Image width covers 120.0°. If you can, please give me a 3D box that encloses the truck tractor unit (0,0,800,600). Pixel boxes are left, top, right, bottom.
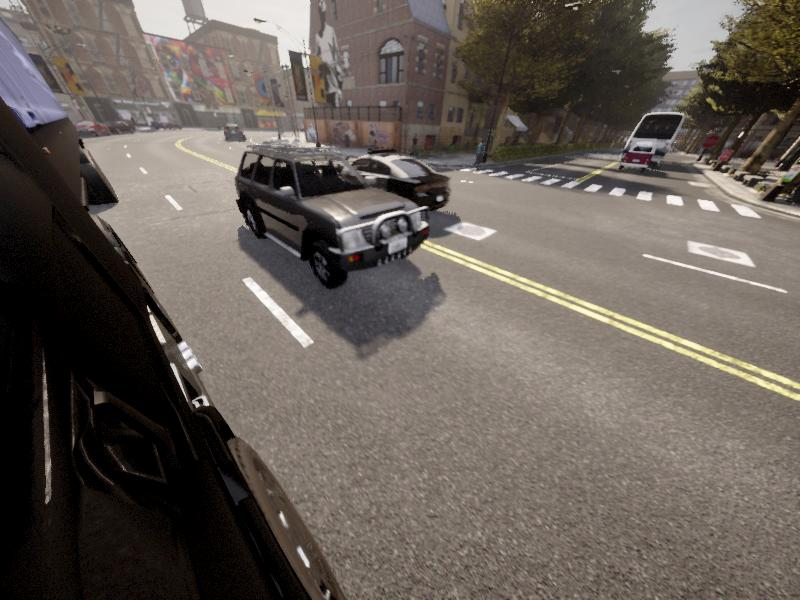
[{"bbox_3d":[-2.645,-0.295,0.351,6.516,4.208,3.053,28,44,30],"label":"truck tractor unit"}]

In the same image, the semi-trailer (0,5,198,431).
[{"bbox_3d":[-8.522,-3.726,4.385,14.254,4.402,2.717,30,45,32],"label":"semi-trailer"}]

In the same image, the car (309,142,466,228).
[{"bbox_3d":[-0.705,-4.212,7.881,5.238,1.638,1.930,31,45,32],"label":"car"}]

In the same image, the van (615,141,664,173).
[{"bbox_3d":[20.877,-12.531,20.111,2.069,2.038,4.480,31,44,32],"label":"van"}]

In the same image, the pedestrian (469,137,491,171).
[{"bbox_3d":[5.425,-9.928,15.711,0.751,1.860,0.751,30,45,32],"label":"pedestrian"}]

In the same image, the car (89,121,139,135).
[{"bbox_3d":[-36.560,-22.167,29.746,1.895,1.301,4.718,-8,38,-15],"label":"car"}]

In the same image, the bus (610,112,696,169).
[{"bbox_3d":[27.076,-17.250,24.997,3.944,4.253,10.273,31,45,32],"label":"bus"}]

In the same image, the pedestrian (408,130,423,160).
[{"bbox_3d":[1.174,-11.983,17.917,0.751,1.860,0.751,25,42,27],"label":"pedestrian"}]

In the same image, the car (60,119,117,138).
[{"bbox_3d":[-34.204,-19.021,25.575,2.002,1.452,4.674,-15,40,-23],"label":"car"}]

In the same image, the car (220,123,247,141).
[{"bbox_3d":[-21.795,-22.154,30.417,2.242,1.667,4.611,-15,40,-22],"label":"car"}]

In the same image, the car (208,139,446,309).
[{"bbox_3d":[-1.678,-1.996,4.660,4.605,1.855,1.932,31,45,33],"label":"car"}]

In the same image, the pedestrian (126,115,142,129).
[{"bbox_3d":[-43.765,-29.295,38.031,0.751,1.860,0.751,-3,37,-8],"label":"pedestrian"}]

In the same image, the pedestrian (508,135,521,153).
[{"bbox_3d":[14.256,-19.464,28.796,0.751,1.860,0.751,27,43,28],"label":"pedestrian"}]

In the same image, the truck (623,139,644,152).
[{"bbox_3d":[52.343,-34.635,51.732,2.390,2.098,6.274,31,45,32],"label":"truck"}]

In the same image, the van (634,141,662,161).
[{"bbox_3d":[34.353,-20.679,31.965,1.775,1.987,4.442,31,45,32],"label":"van"}]
